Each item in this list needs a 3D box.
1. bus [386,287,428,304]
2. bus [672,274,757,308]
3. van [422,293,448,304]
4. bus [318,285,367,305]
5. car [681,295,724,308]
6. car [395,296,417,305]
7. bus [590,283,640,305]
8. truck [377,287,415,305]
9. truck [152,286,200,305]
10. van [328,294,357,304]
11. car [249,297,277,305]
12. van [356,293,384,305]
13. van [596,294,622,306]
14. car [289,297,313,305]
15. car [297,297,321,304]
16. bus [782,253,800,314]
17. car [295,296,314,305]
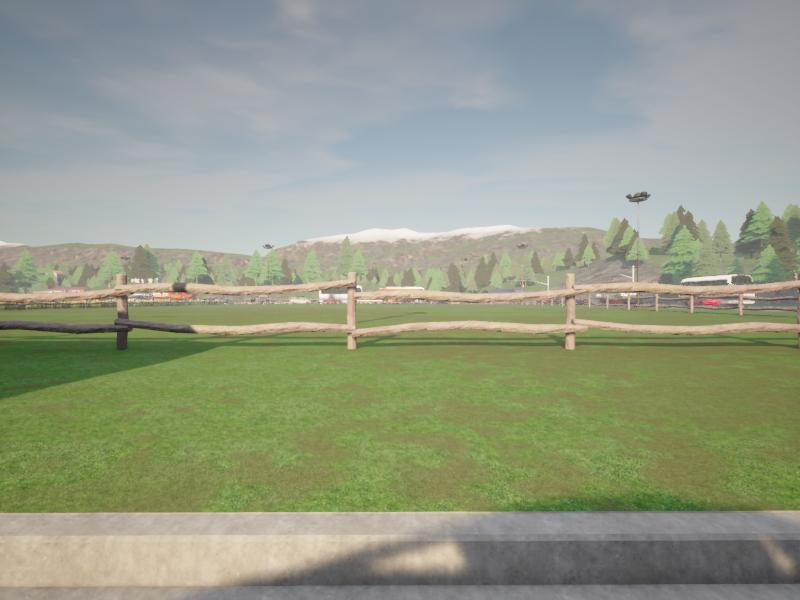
[{"bbox_3d":[1.668,-1.134,99.170,10.273,4.253,3.944,0,0,-1],"label":"bus"},{"bbox_3d":[43.726,-1.138,56.284,3.944,4.253,10.273,0,0,0],"label":"bus"},{"bbox_3d":[8.074,-0.278,92.113,5.915,2.561,1.988,0,0,0],"label":"van"},{"bbox_3d":[-12.581,-1.134,88.525,10.273,4.253,3.944,0,0,-1],"label":"bus"},{"bbox_3d":[40.341,0.155,53.564,2.242,1.667,4.611,0,0,0],"label":"car"},{"bbox_3d":[1.316,0.052,85.044,4.605,1.855,1.932,0,0,-1],"label":"car"},{"bbox_3d":[43.244,-1.131,80.992,3.944,4.253,10.273,0,0,-4],"label":"bus"},{"bbox_3d":[-0.890,-0.921,88.518,8.468,3.827,2.891,0,0,-1],"label":"truck"},{"bbox_3d":[-47.320,-0.925,84.546,8.468,3.827,2.891,0,0,-1],"label":"truck"},{"bbox_3d":[-13.197,-0.222,91.895,6.366,2.431,2.351,0,0,-1],"label":"van"},{"bbox_3d":[-28.943,0.171,84.738,5.238,1.638,1.930,0,0,-1],"label":"car"},{"bbox_3d":[-6.367,-0.277,84.962,5.915,2.561,1.988,0,0,-1],"label":"van"},{"bbox_3d":[33.353,-0.002,63.927,1.775,1.987,4.442,0,0,0],"label":"van"},{"bbox_3d":[-20.958,0.156,84.818,4.611,1.667,2.242,0,0,-1],"label":"car"},{"bbox_3d":[-20.887,0.171,91.819,5.238,1.638,1.930,0,0,-1],"label":"car"},{"bbox_3d":[29.688,-1.134,23.855,3.944,4.253,10.273,0,0,0],"label":"bus"},{"bbox_3d":[-21.060,0.046,88.317,3.866,1.878,1.905,0,0,-1],"label":"car"}]
